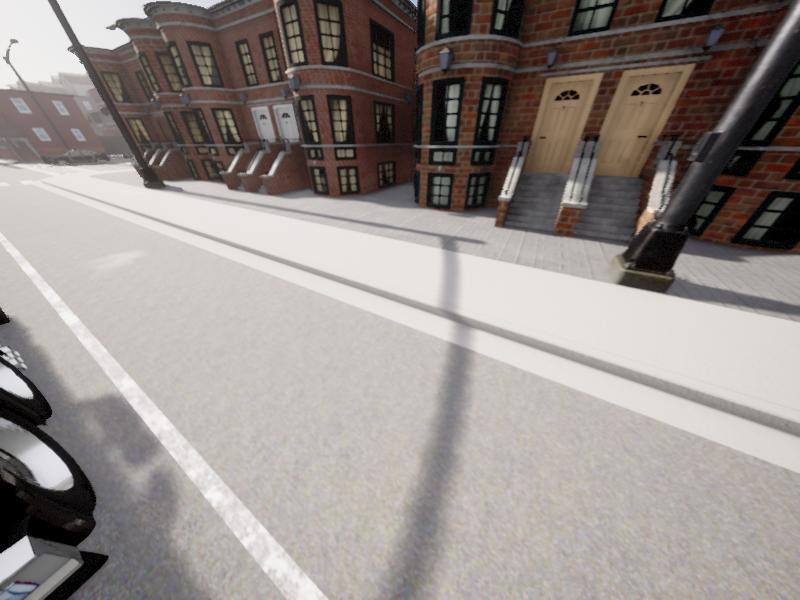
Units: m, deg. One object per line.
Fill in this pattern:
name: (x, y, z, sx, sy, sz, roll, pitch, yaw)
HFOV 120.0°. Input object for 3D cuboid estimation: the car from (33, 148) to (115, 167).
car: (-38.380, -16.990, 27.412, 1.930, 1.638, 5.238, 18, 39, 24)

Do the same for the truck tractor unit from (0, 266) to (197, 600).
truck tractor unit: (-5.118, -0.291, 0.783, 6.516, 4.208, 3.053, 18, 39, 24)
